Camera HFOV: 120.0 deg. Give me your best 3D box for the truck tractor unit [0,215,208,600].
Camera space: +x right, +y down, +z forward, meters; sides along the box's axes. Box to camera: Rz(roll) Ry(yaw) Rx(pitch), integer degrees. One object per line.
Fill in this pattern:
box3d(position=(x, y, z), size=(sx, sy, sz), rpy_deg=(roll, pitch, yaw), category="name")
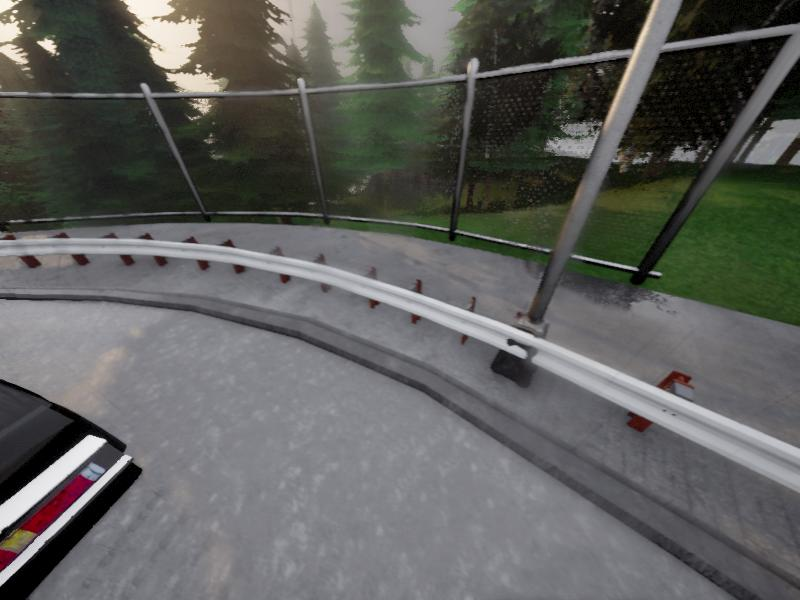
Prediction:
box3d(position=(-5.334, 0.043, 0.291), size=(6.516, 4.208, 3.053), rpy_deg=(6, 35, 9), category="truck tractor unit")
